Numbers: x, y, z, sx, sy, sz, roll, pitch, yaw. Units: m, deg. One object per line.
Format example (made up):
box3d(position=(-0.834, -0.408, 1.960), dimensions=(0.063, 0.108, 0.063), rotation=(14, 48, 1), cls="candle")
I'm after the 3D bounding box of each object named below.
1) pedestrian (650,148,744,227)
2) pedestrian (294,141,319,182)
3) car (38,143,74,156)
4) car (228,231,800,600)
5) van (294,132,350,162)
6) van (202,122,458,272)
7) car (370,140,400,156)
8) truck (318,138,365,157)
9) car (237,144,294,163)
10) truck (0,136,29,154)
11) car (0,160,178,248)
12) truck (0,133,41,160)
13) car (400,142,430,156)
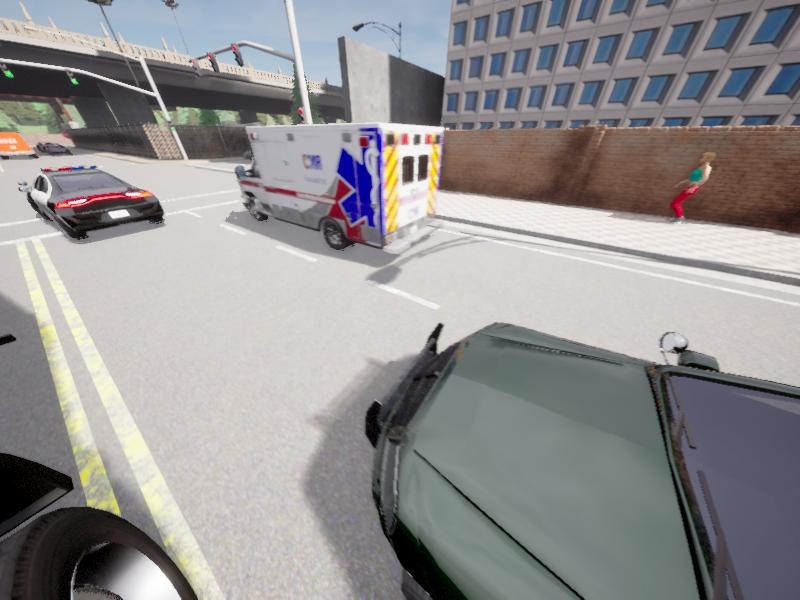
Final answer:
box3d(position=(8.213, -3.170, 6.548), dimensions=(0.751, 1.860, 0.751), rotation=(22, 41, 28), cls="pedestrian")
box3d(position=(-5.132, -7.590, 12.697), dimensions=(0.751, 1.860, 0.751), rotation=(-21, 40, -27), cls="pedestrian")
box3d(position=(-47.781, -20.975, 32.071), dimensions=(4.181, 1.385, 1.994), rotation=(22, 40, 27), cls="car")
box3d(position=(2.049, 1.294, 0.762), dimensions=(4.974, 1.542, 2.038), rotation=(22, 41, 27), cls="car")
box3d(position=(-8.754, -17.716, 26.664), dimensions=(1.988, 2.561, 5.915), rotation=(22, 41, 28), cls="van")
box3d(position=(-2.059, -3.160, 6.267), dimensions=(6.366, 2.431, 2.351), rotation=(22, 40, 27), cls="van")
box3d(position=(-2.155, -22.905, 34.721), dimensions=(2.097, 1.767, 4.553), rotation=(22, 40, 27), cls="car")
box3d(position=(-8.033, -21.689, 32.685), dimensions=(2.390, 2.098, 6.274), rotation=(22, 41, 27), cls="truck")
box3d(position=(-14.472, -16.105, 25.241), dimensions=(1.837, 1.490, 4.892), rotation=(23, 41, 28), cls="car")
box3d(position=(-58.068, -22.925, 34.137), dimensions=(6.274, 2.098, 2.390), rotation=(22, 40, 27), cls="truck")
box3d(position=(-9.464, -3.156, 6.978), dimensions=(4.974, 1.542, 2.038), rotation=(19, 40, 25), cls="car")
box3d(position=(-45.796, -18.178, 27.185), dimensions=(5.204, 2.467, 2.627), rotation=(22, 41, 27), cls="truck")
box3d(position=(2.301, -22.999, 35.022), dimensions=(1.930, 1.638, 5.238), rotation=(22, 41, 27), cls="car")
